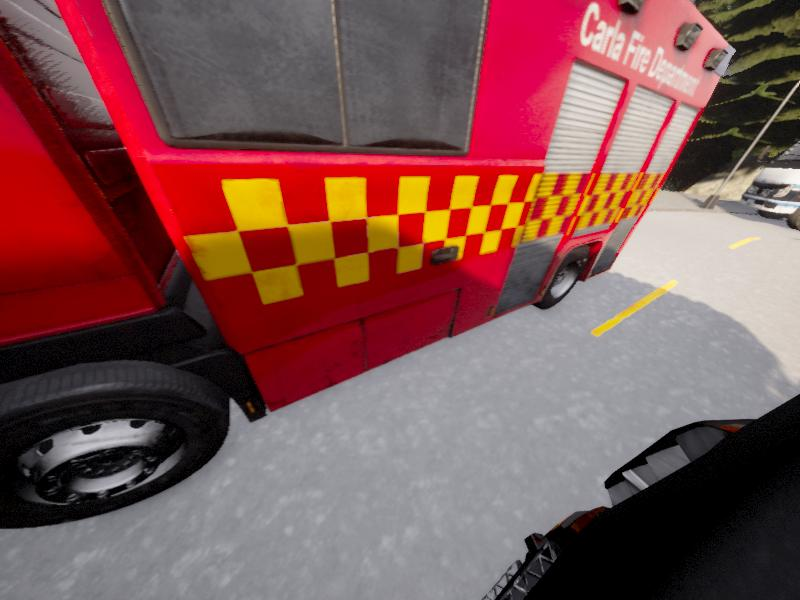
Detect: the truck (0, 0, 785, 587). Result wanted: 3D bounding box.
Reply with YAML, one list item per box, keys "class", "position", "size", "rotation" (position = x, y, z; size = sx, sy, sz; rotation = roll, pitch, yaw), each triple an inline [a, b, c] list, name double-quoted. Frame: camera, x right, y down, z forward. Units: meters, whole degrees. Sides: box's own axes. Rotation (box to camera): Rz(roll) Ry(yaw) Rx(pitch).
- class: "truck"
  position: [-0.139, -1.490, 2.728]
  size: [8.468, 3.827, 2.891]
  rotation: [-16, 38, -26]

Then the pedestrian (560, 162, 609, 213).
- class: "pedestrian"
  position: [7.763, -4.756, 9.790]
  size: [0.751, 1.860, 0.751]
  rotation: [-19, 39, -29]

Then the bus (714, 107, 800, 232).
- class: "bus"
  position: [19.910, -3.851, 7.410]
  size: [10.273, 4.253, 3.944]
  rotation: [24, 38, 28]
